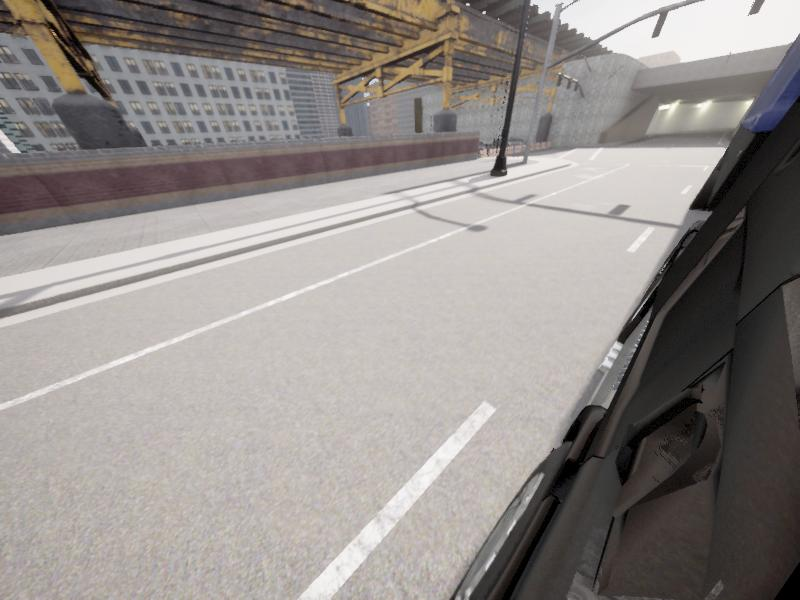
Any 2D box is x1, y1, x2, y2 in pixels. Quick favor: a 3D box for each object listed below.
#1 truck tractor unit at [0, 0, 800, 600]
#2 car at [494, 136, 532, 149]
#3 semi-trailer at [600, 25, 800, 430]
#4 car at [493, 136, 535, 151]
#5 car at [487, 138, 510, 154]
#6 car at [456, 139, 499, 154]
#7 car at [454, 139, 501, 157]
[{"bbox_3d":[2.645,-0.295,0.351,6.516,4.208,3.053,-28,44,-30],"label":"truck tractor unit"},{"bbox_3d":[16.384,-22.876,33.514,4.536,1.218,1.853,-9,35,-8],"label":"car"},{"bbox_3d":[8.642,-3.582,4.369,14.254,4.402,2.717,-28,42,-31],"label":"semi-trailer"},{"bbox_3d":[16.443,-22.755,33.611,4.974,1.542,2.038,-9,35,-8],"label":"car"},{"bbox_3d":[12.829,-20.291,30.403,2.038,1.542,4.974,6,36,13],"label":"car"},{"bbox_3d":[9.239,-18.580,27.996,4.536,1.218,1.853,0,35,5],"label":"car"},{"bbox_3d":[9.299,-18.452,28.082,4.974,1.542,2.038,0,35,5],"label":"car"}]
